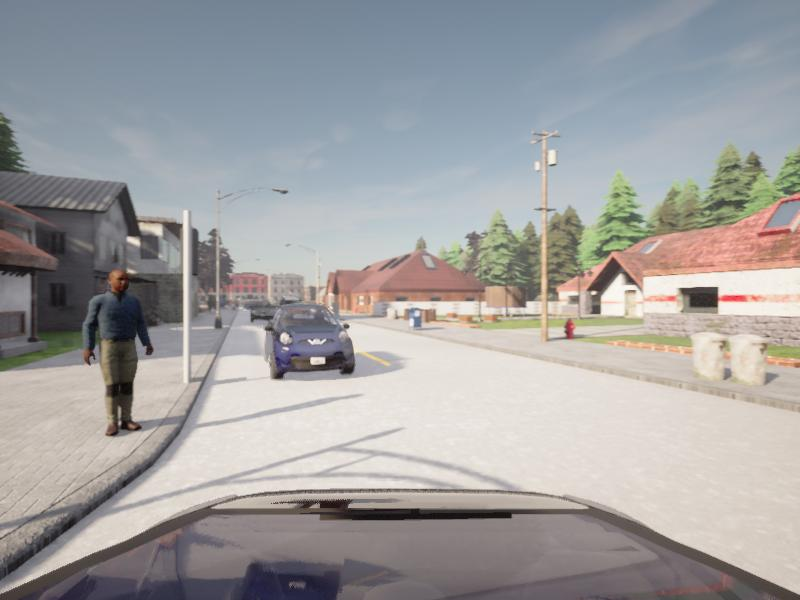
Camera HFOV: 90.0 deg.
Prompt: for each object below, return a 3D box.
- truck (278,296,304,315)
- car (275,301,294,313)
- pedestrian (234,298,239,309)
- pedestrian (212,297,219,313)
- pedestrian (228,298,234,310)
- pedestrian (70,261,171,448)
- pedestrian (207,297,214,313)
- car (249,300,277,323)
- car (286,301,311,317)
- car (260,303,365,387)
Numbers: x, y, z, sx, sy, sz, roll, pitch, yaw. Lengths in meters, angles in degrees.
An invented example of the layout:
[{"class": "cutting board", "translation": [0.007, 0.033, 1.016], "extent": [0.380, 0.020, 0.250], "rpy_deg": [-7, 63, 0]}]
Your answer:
[{"class": "truck", "translation": [-13.399, 0.620, 48.751], "extent": [2.390, 2.098, 6.274], "rpy_deg": [0, 0, -21]}, {"class": "car", "translation": [-16.233, 0.926, 55.948], "extent": [2.128, 1.511, 4.902], "rpy_deg": [0, 0, -21]}, {"class": "pedestrian", "translation": [-28.651, 0.643, 70.166], "extent": [0.751, 1.860, 0.751], "rpy_deg": [0, 0, -34]}, {"class": "pedestrian", "translation": [-22.662, 0.619, 49.160], "extent": [0.751, 1.860, 0.751], "rpy_deg": [0, 0, -19]}, {"class": "pedestrian", "translation": [-27.912, 0.637, 66.177], "extent": [0.751, 1.860, 0.751], "rpy_deg": [0, 0, -5]}, {"class": "pedestrian", "translation": [-3.147, 0.544, 4.514], "extent": [0.751, 1.860, 0.751], "rpy_deg": [0, 0, 39]}, {"class": "pedestrian", "translation": [-23.322, 0.619, 49.128], "extent": [0.751, 1.860, 0.751], "rpy_deg": [0, 0, -22]}, {"class": "car", "translation": [-10.429, 0.838, 30.240], "extent": [1.851, 1.617, 3.988], "rpy_deg": [0, 0, -21]}, {"class": "car", "translation": [-10.668, 0.889, 41.802], "extent": [1.882, 1.535, 5.008], "rpy_deg": [0, 0, -21]}, {"class": "car", "translation": [-2.230, 0.842, 9.356], "extent": [1.845, 1.501, 3.633], "rpy_deg": [0, 0, -21]}]
